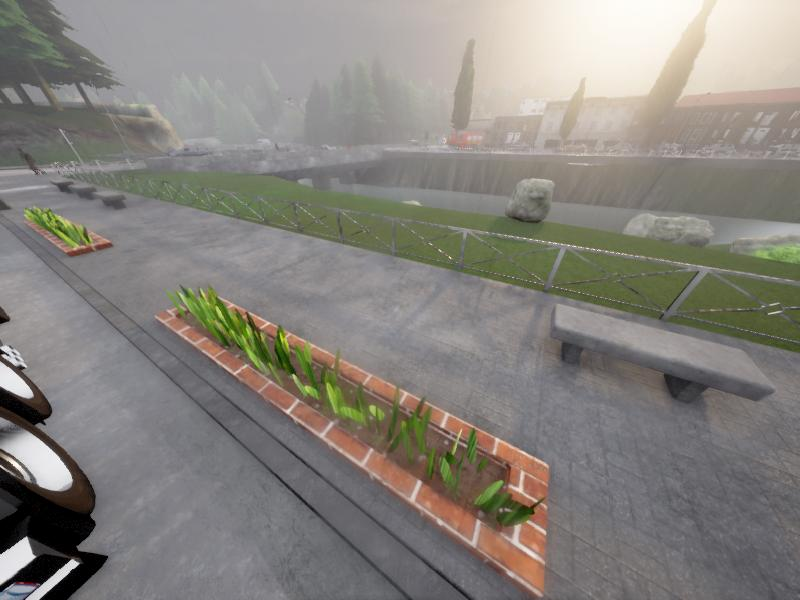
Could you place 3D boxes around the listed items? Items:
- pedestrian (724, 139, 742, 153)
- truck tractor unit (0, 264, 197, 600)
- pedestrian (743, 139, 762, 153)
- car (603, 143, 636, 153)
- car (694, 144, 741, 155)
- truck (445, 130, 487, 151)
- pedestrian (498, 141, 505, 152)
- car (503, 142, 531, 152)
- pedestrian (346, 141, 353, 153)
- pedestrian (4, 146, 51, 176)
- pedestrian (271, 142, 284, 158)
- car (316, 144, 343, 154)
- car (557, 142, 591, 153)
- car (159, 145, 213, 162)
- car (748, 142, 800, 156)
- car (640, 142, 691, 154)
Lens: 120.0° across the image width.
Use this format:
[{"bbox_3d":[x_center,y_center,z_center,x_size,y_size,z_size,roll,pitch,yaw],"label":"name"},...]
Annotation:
[{"bbox_3d":[56.924,-26.310,39.484,0.751,1.860,0.751,20,40,26],"label":"pedestrian"},{"bbox_3d":[-5.112,-0.300,0.780,6.516,4.208,3.053,18,39,24],"label":"truck tractor unit"},{"bbox_3d":[59.913,-26.169,39.286,0.751,1.860,0.751,17,38,23],"label":"pedestrian"},{"bbox_3d":[40.044,-27.776,42.272,3.806,1.475,1.970,18,39,24],"label":"car"},{"bbox_3d":[50.847,-24.256,37.142,3.806,1.475,1.970,18,39,25],"label":"car"},{"bbox_3d":[15.169,-36.849,53.423,8.468,3.827,2.891,18,39,24],"label":"truck"},{"bbox_3d":[21.490,-32.517,48.835,0.751,1.860,0.751,-15,37,-20],"label":"pedestrian"},{"bbox_3d":[24.934,-32.766,49.414,4.856,1.649,2.033,18,39,24],"label":"car"},{"bbox_3d":[-9.337,-28.529,43.154,0.751,1.860,0.751,19,39,25],"label":"pedestrian"},{"bbox_3d":[-27.057,-10.108,16.833,0.751,1.860,0.751,-1,35,-1],"label":"pedestrian"},{"bbox_3d":[-17.048,-20.830,32.162,0.751,1.860,0.751,18,39,24],"label":"pedestrian"},{"bbox_3d":[-13.789,-29.958,45.750,2.038,1.542,4.974,18,39,24],"label":"car"},{"bbox_3d":[33.846,-29.858,45.179,5.027,1.651,2.152,18,39,24],"label":"car"},{"bbox_3d":[-28.685,-19.776,31.124,2.242,1.667,4.611,18,39,24],"label":"car"},{"bbox_3d":[56.807,-22.384,34.267,5.238,1.638,1.930,18,39,24],"label":"car"},{"bbox_3d":[45.420,-26.095,39.676,5.238,1.638,1.930,18,39,24],"label":"car"}]
